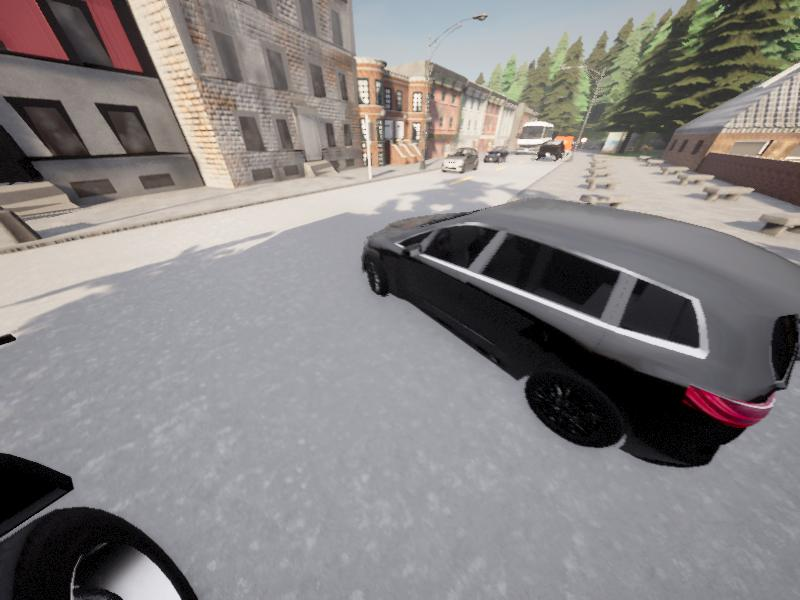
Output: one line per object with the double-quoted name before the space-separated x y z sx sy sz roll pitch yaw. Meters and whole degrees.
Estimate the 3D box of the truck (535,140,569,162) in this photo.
"truck" 19.223 -18.912 29.082 2.390 2.098 6.274 22 41 28

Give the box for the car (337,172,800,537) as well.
"car" 1.342 -0.483 3.156 2.242 1.667 4.611 -25 42 -31

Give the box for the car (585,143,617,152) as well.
"car" 46.832 -35.600 54.030 5.027 1.651 2.152 10 36 13

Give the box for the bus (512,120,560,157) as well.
"bus" 21.804 -25.734 36.915 3.944 4.253 10.273 22 41 28

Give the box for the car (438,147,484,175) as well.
"car" 4.876 -11.083 18.282 1.851 1.617 3.988 22 41 28

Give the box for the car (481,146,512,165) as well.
"car" 10.321 -15.462 24.608 1.845 1.501 3.633 22 41 28

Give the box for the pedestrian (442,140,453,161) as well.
"pedestrian" 5.241 -16.485 25.508 0.751 1.860 0.751 28 44 34

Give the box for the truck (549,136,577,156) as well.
"truck" 26.097 -24.626 36.926 2.627 2.467 5.204 22 41 28

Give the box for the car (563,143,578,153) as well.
"car" 36.157 -32.201 48.947 2.007 1.525 4.514 22 41 28

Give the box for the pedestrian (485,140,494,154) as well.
"pedestrian" 14.568 -25.025 37.702 0.751 1.860 0.751 27 43 32
